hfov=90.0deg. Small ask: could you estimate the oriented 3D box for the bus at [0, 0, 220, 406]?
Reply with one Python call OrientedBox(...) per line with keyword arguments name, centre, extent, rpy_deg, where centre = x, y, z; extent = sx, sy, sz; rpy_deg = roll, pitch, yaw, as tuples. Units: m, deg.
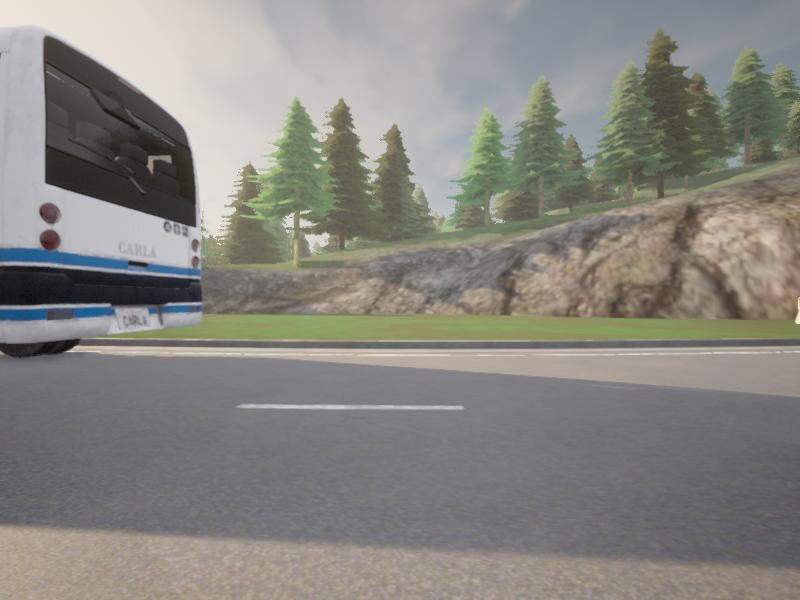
OrientedBox(name="bus", centre=(-8.709, -1.132, 6.099), extent=(10.273, 4.253, 3.944), rpy_deg=(0, 0, 5))
